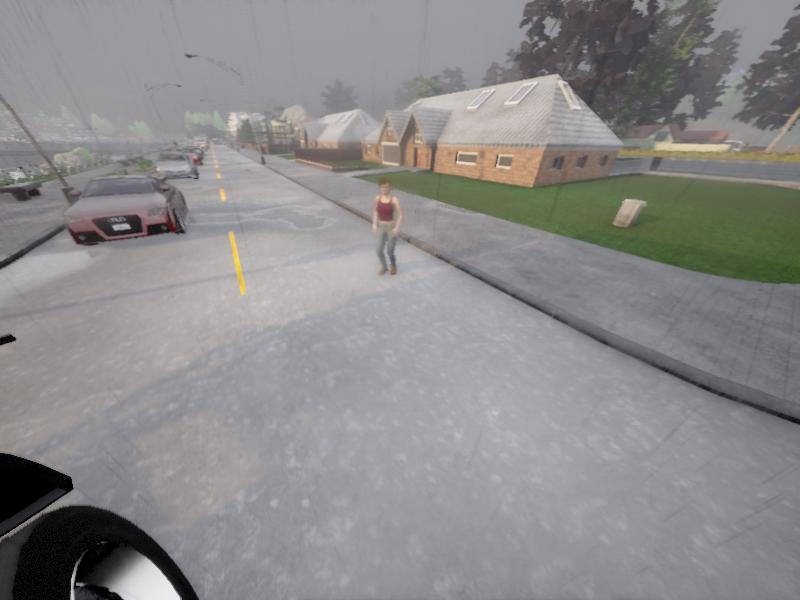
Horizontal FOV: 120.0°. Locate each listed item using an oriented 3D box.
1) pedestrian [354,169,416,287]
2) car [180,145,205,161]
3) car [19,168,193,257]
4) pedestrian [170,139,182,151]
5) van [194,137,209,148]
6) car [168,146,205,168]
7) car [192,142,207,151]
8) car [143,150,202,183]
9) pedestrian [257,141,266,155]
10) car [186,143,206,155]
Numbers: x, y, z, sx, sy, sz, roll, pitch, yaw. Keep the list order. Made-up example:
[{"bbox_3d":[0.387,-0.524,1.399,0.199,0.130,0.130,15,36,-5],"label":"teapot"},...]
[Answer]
[{"bbox_3d":[-0.237,-1.289,4.253,0.751,1.860,0.751,14,36,18],"label":"pedestrian"},{"bbox_3d":[-26.205,-18.692,29.269,1.816,1.474,4.193,-20,40,-28],"label":"car"},{"bbox_3d":[-7.776,-2.847,6.784,1.994,1.385,4.181,-20,40,-28],"label":"car"},{"bbox_3d":[-41.423,-28.584,42.690,0.751,1.860,0.751,-12,37,-19],"label":"pedestrian"},{"bbox_3d":[-53.328,-42.345,62.136,2.351,2.431,6.366,-20,40,-28],"label":"van"},{"bbox_3d":[-20.927,-14.187,22.805,2.007,1.525,4.514,-20,40,-28],"label":"car"},{"bbox_3d":[-42.387,-32.592,49.021,1.882,1.535,5.008,-20,40,-28],"label":"car"},{"bbox_3d":[-14.839,-8.968,15.370,2.007,1.525,4.514,-20,40,-28],"label":"car"},{"bbox_3d":[-22.369,-24.503,37.291,0.751,1.860,0.751,-21,40,-28],"label":"pedestrian"},{"bbox_3d":[-32.646,-24.235,37.120,1.845,1.501,3.633,-20,40,-28],"label":"car"}]
